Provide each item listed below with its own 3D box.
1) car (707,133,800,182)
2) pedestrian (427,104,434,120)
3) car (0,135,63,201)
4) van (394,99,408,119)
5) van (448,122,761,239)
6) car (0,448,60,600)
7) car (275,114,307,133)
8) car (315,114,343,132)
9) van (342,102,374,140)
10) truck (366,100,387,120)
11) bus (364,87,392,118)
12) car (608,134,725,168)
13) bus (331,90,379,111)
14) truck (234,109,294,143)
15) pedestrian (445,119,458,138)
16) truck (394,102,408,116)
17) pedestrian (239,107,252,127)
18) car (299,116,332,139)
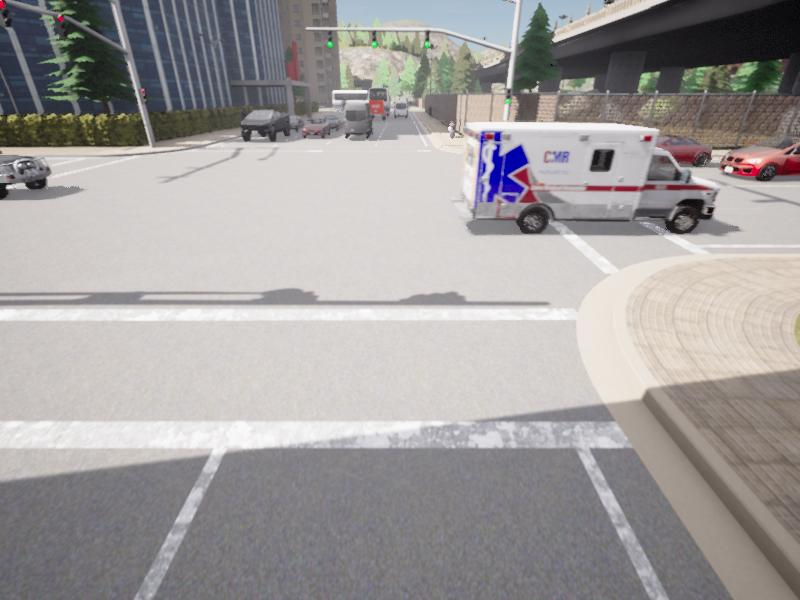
[{"bbox_3d":[16.179,-5.980,16.696,4.611,1.667,2.242,0,27,0],"label":"car"},{"bbox_3d":[4.133,-25.677,54.620,0.751,1.860,0.751,-1,27,-2],"label":"pedestrian"},{"bbox_3d":[-14.762,-4.476,13.511,4.605,1.855,1.932,-1,27,0],"label":"car"},{"bbox_3d":[0.159,-29.591,61.944,1.988,2.561,5.915,0,27,0],"label":"van"},{"bbox_3d":[4.630,-3.143,10.260,6.366,2.431,2.351,1,27,0],"label":"van"},{"bbox_3d":[-3.551,2.212,0.681,2.007,1.525,4.514,-1,27,-1],"label":"car"},{"bbox_3d":[-10.400,-17.023,38.504,1.812,1.442,4.674,0,27,0],"label":"car"},{"bbox_3d":[-6.907,-17.412,39.347,1.994,1.385,4.181,0,27,-1],"label":"car"},{"bbox_3d":[-3.378,-15.028,33.380,1.988,2.561,5.915,0,27,0],"label":"van"},{"bbox_3d":[-3.354,-27.515,57.912,2.627,2.467,5.204,0,26,0],"label":"truck"},{"bbox_3d":[-3.455,-32.649,66.056,3.944,4.253,10.273,0,27,0],"label":"bus"},{"bbox_3d":[13.057,-7.426,19.863,4.181,1.385,1.994,0,27,0],"label":"car"},{"bbox_3d":[-10.202,-45.713,91.799,10.273,4.253,3.944,0,27,0],"label":"bus"},{"bbox_3d":[-10.418,-13.744,31.353,2.390,2.098,6.274,0,27,0],"label":"truck"},{"bbox_3d":[3.962,-13.122,30.609,0.751,1.300,0.751,-4,27,-7],"label":"pedestrian"},{"bbox_3d":[0.174,-33.219,69.543,2.390,2.098,6.274,0,27,0],"label":"truck"},{"bbox_3d":[-15.991,-18.937,41.415,0.751,1.860,0.751,0,27,0],"label":"pedestrian"},{"bbox_3d":[-6.913,-14.280,33.087,1.816,1.474,4.193,0,27,0],"label":"car"}]
